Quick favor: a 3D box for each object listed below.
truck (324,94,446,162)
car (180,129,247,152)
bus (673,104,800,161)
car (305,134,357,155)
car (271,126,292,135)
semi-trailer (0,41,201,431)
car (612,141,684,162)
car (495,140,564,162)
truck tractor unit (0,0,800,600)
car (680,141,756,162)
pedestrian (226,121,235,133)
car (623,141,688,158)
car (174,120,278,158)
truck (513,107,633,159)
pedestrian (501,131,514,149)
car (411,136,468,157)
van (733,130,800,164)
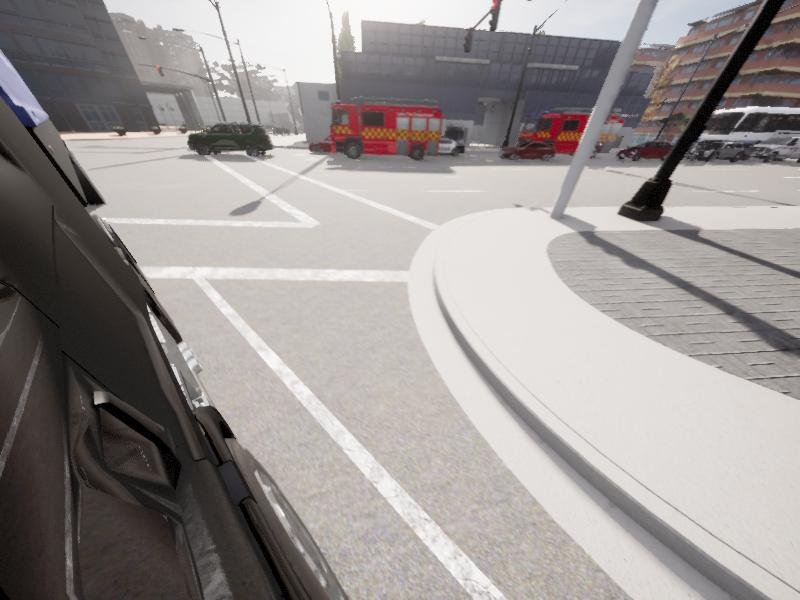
[{"bbox_3d":[-1.106,-13.423,18.293,8.468,3.827,2.891,-1,37,-5],"label":"truck"},{"bbox_3d":[-16.603,-14.388,20.771,4.193,1.474,1.816,2,37,0],"label":"car"},{"bbox_3d":[36.206,-17.045,23.717,10.273,4.253,3.944,-2,37,-4],"label":"bus"},{"bbox_3d":[-6.262,-14.418,21.429,4.181,1.385,1.994,-2,37,-5],"label":"car"},{"bbox_3d":[-26.724,-38.364,52.359,1.837,1.490,4.892,6,37,4],"label":"car"},{"bbox_3d":[-8.686,-3.601,4.257,14.254,4.402,2.717,28,44,30],"label":"semi-trailer"},{"bbox_3d":[22.129,-13.360,20.777,4.193,1.474,1.816,-3,37,-4],"label":"car"},{"bbox_3d":[11.068,-12.869,19.982,4.674,1.442,1.812,-2,37,-4],"label":"car"},{"bbox_3d":[-2.645,-0.295,0.351,6.516,4.208,3.053,28,44,30],"label":"truck tractor unit"},{"bbox_3d":[29.104,-13.660,21.274,3.806,1.475,1.970,-2,37,-4],"label":"car"},{"bbox_3d":[-35.067,-35.794,47.830,0.751,1.860,0.751,-6,38,-12],"label":"pedestrian"},{"bbox_3d":[26.342,-15.613,23.926,4.181,1.385,1.994,-3,37,-5],"label":"car"},{"bbox_3d":[-12.729,-12.133,17.485,5.566,2.045,2.150,-4,37,-10],"label":"car"},{"bbox_3d":[16.303,-16.149,22.479,8.468,3.827,2.891,-2,37,-4],"label":"truck"},{"bbox_3d":[14.088,-20.933,30.209,0.751,1.860,0.751,-8,38,-14],"label":"pedestrian"},{"bbox_3d":[3.636,-14.749,22.206,4.974,1.542,2.038,-2,37,-4],"label":"car"},{"bbox_3d":[36.415,-14.294,21.565,6.366,2.431,2.351,-2,37,-5],"label":"van"}]
